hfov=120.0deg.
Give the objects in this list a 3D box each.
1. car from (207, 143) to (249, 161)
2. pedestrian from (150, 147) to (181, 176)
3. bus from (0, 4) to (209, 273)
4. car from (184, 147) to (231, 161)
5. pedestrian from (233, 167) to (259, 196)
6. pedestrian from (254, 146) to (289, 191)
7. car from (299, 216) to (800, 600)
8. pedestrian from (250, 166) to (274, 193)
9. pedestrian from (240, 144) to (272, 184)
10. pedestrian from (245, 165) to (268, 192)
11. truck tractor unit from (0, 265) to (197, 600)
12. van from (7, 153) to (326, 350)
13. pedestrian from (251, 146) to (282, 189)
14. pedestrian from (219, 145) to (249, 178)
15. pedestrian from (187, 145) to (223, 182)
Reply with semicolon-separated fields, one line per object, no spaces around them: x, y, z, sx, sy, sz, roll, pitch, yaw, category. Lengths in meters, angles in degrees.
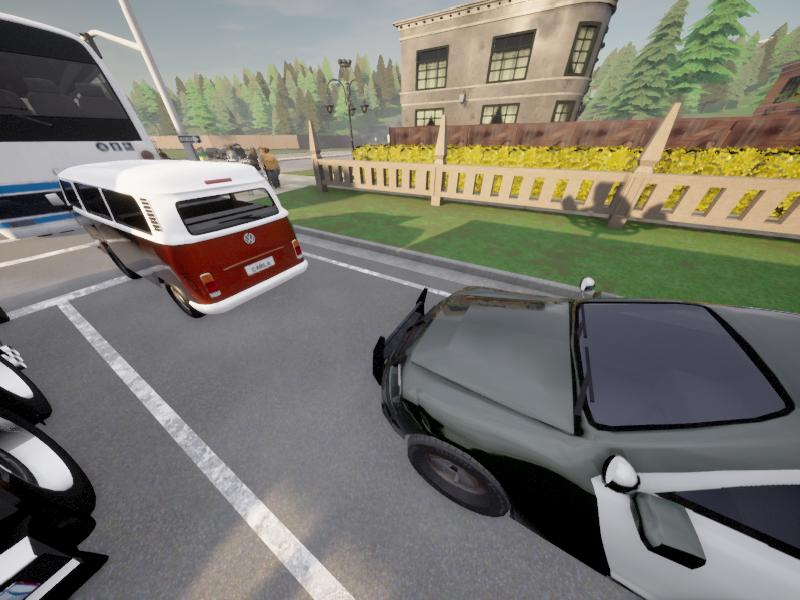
-23.769;-20.660;32.168;1.905;1.878;3.866;18;39;25;car
-18.139;-10.756;17.896;0.751;1.860;0.751;15;38;20;pedestrian
-11.418;-4.922;7.425;10.273;4.253;3.944;23;41;30;bus
-27.334;-20.946;32.996;1.812;1.442;4.674;18;39;25;car
-6.968;-5.379;10.495;0.500;1.100;0.500;-5;35;-7;pedestrian
-6.357;-6.558;11.518;0.751;1.860;0.751;9;36;13;pedestrian
2.106;0.843;1.431;4.974;1.542;2.038;18;39;24;car
-6.583;-5.769;11.052;0.500;1.100;0.500;16;38;22;pedestrian
-8.014;-7.578;12.928;0.751;1.860;0.751;16;38;22;pedestrian
-7.046;-5.997;11.383;0.500;1.100;0.500;4;35;6;pedestrian
-5.113;-0.299;0.778;6.516;4.208;3.053;18;39;24;truck tractor unit
-3.918;-1.327;4.143;4.480;2.038;2.069;18;39;24;van
-6.877;-6.863;11.959;0.751;1.860;0.751;-22;40;-28;pedestrian
-11.007;-9.234;15.393;0.751;1.860;0.751;17;38;23;pedestrian
-11.769;-8.292;14.005;0.751;1.860;0.751;14;37;20;pedestrian
